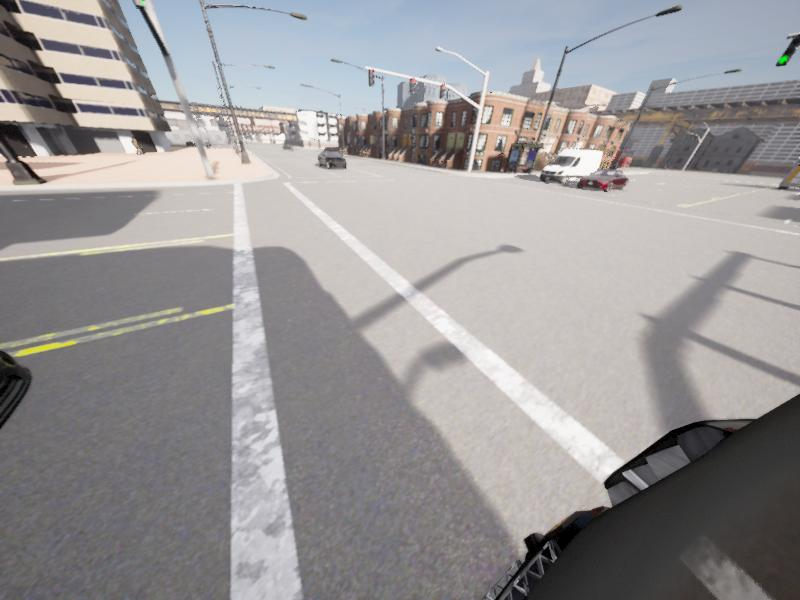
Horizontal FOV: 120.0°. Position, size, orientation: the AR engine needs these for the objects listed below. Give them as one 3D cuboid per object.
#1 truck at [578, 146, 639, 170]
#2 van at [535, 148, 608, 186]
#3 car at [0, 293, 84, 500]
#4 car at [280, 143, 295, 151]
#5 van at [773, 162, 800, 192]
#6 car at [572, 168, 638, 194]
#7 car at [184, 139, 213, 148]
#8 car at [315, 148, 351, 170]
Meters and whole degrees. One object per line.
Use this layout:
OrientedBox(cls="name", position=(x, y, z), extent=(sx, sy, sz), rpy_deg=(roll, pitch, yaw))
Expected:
OrientedBox(cls="truck", position=(44.095, -30.381, 49.336), extent=(2.891, 3.827, 8.468), rpy_deg=(-16, 38, -26))
OrientedBox(cls="van", position=(15.082, -11.716, 20.342), extent=(5.915, 2.561, 1.988), rpy_deg=(-15, 38, -25))
OrientedBox(cls="car", position=(-4.675, 1.062, 0.545), extent=(3.988, 1.617, 1.851), rpy_deg=(-17, 38, -26))
OrientedBox(cls="car", position=(-30.019, -40.732, 61.592), extent=(2.128, 1.511, 4.902), rpy_deg=(-20, 40, -30))
OrientedBox(cls="van", position=(42.414, -12.769, 24.023), extent=(6.366, 2.431, 2.351), rpy_deg=(-16, 38, -26))
OrientedBox(cls="car", position=(15.434, -9.043, 17.407), extent=(4.181, 1.385, 1.994), rpy_deg=(-16, 38, -26))
OrientedBox(cls="car", position=(-50.717, -39.486, 58.257), extent=(5.238, 1.638, 1.930), rpy_deg=(-18, 39, -27))
OrientedBox(cls="car", position=(-6.966, -14.501, 23.720), extent=(1.930, 1.638, 5.238), rpy_deg=(-16, 38, -26))
